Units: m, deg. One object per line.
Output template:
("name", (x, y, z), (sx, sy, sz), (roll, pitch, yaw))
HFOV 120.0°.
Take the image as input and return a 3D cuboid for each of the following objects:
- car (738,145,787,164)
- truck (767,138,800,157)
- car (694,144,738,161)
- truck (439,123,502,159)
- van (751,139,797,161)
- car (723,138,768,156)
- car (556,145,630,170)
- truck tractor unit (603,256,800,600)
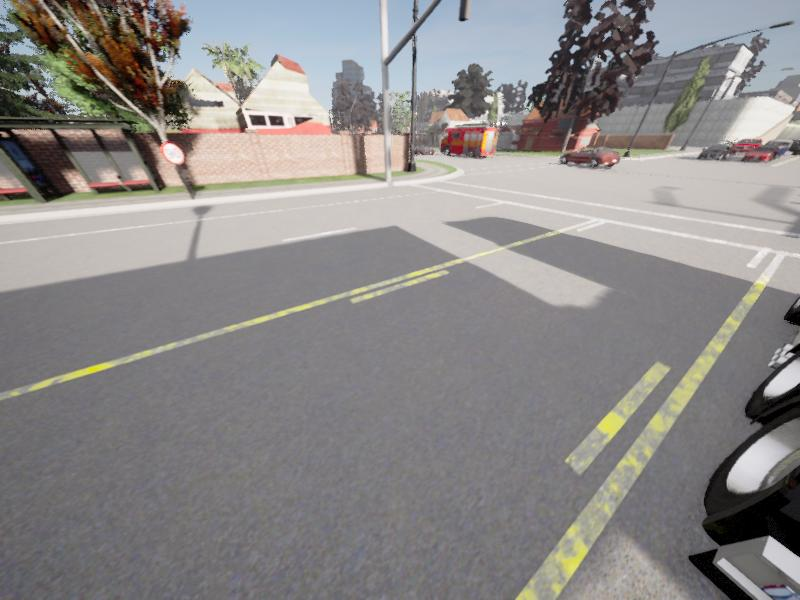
("car", (39.912, -16.113, 25.438), (4.514, 1.525, 2.007), (-19, 39, -25))
("truck", (55.836, -21.853, 32.940), (6.274, 2.098, 2.390), (-19, 40, -24))
("car", (38.292, -17.889, 27.995), (4.892, 1.490, 1.837), (-19, 40, -25))
("truck", (9.674, -22.759, 33.092), (2.891, 3.827, 8.468), (-20, 40, -25))
("van", (45.127, -18.144, 27.876), (4.442, 1.987, 1.775), (-19, 39, -25))
("car", (50.223, -22.243, 33.587), (5.566, 2.045, 2.150), (-18, 39, -24))
("car", (18.129, -13.713, 22.102), (2.152, 1.651, 5.027), (-9, 36, -12))
("truck tractor unit", (5.096, -0.315, 0.802), (6.516, 4.208, 3.053), (-19, 39, -25))
